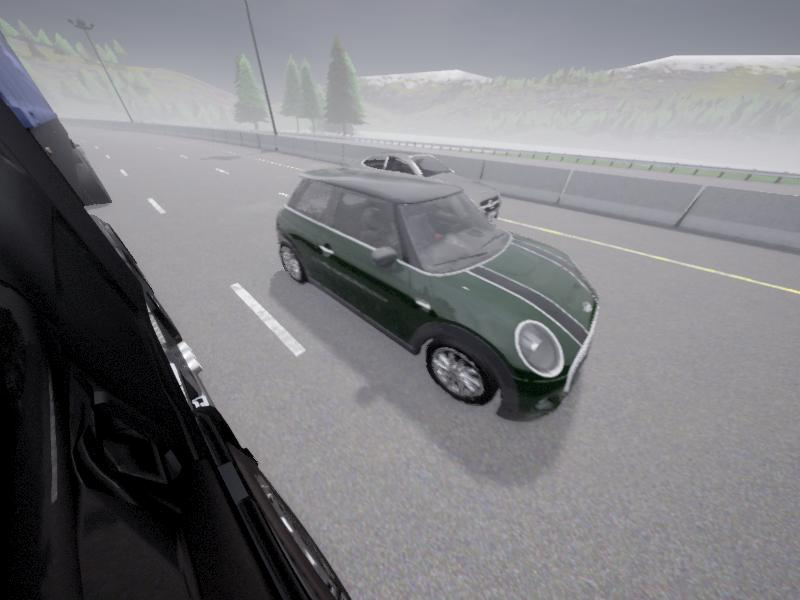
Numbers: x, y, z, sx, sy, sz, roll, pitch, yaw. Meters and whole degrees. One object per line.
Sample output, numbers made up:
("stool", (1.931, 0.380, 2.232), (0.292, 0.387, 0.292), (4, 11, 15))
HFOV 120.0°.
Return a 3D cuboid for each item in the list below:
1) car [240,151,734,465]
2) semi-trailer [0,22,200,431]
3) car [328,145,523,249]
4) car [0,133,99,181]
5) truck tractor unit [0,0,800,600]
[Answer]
("car", (0.162, -0.761, 3.178), (4.553, 1.767, 2.097), (29, 44, 31))
("semi-trailer", (-8.602, -3.672, 4.316), (14.254, 4.402, 2.717), (29, 44, 31))
("car", (0.396, -3.361, 6.810), (5.027, 1.651, 2.152), (29, 44, 31))
("car", (-15.443, -6.504, 10.285), (4.718, 1.301, 1.895), (29, 44, 31))
("truck tractor unit", (-2.645, -0.295, 0.351), (6.516, 4.208, 3.053), (28, 44, 30))
